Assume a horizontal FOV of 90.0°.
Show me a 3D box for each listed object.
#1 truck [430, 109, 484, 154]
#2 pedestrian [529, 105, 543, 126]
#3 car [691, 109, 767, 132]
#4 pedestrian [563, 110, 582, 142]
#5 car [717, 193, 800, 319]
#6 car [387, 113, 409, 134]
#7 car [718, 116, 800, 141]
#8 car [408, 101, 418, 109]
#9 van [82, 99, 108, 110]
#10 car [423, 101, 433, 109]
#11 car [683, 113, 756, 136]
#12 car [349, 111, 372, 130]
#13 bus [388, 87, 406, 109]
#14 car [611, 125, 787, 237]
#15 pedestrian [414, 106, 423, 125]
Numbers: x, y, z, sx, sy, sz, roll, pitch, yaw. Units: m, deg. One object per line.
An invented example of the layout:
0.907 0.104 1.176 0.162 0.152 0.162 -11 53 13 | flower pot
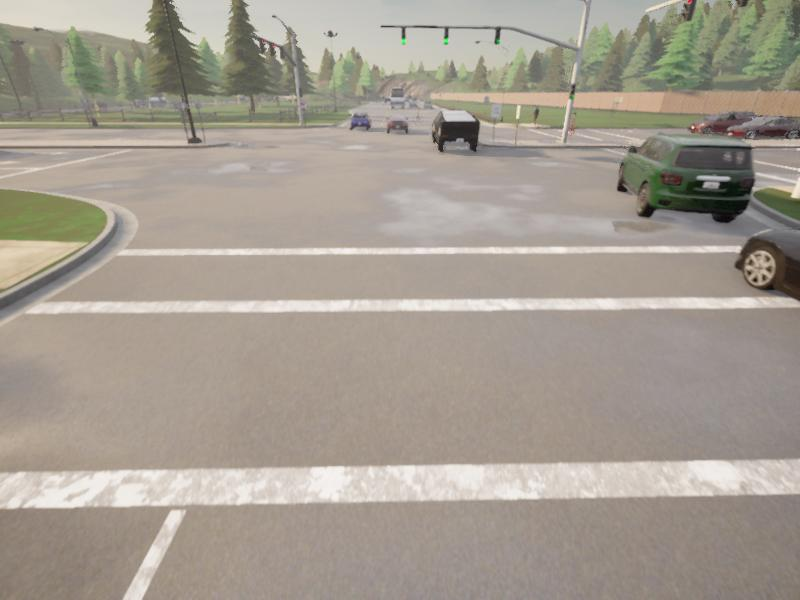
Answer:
3.330 -10.640 24.915 2.390 2.098 6.274 0 27 0 | truck
13.180 -17.885 38.822 0.751 1.860 0.751 -3 27 -5 | pedestrian
29.138 -15.970 35.540 4.553 1.767 2.097 0 27 0 | car
11.473 -11.588 26.616 0.751 1.860 0.751 14 31 26 | pedestrian
7.011 -0.333 5.606 1.970 1.475 3.806 0 27 1 | car
-0.233 -15.540 35.136 1.812 1.442 4.674 0 27 -1 | car
26.809 -12.627 29.404 4.792 1.488 2.163 0 27 0 | car
2.961 -45.482 93.219 2.033 1.411 5.357 0 27 0 | car
-65.114 -41.769 85.494 1.775 1.987 4.442 0 27 0 | van
6.464 -45.346 92.819 1.851 1.617 3.988 0 27 0 | car
25.854 -14.290 32.493 3.988 1.617 1.851 0 27 0 | car
-3.746 -17.373 38.661 1.816 1.474 4.193 0 27 0 | car
-0.658 -46.335 91.769 3.944 4.253 10.273 0 27 0 | bus
7.996 -3.753 11.613 2.150 2.045 5.566 8 28 15 | car
1.928 -19.563 42.429 0.751 1.860 0.751 -4 28 -8 | pedestrian
